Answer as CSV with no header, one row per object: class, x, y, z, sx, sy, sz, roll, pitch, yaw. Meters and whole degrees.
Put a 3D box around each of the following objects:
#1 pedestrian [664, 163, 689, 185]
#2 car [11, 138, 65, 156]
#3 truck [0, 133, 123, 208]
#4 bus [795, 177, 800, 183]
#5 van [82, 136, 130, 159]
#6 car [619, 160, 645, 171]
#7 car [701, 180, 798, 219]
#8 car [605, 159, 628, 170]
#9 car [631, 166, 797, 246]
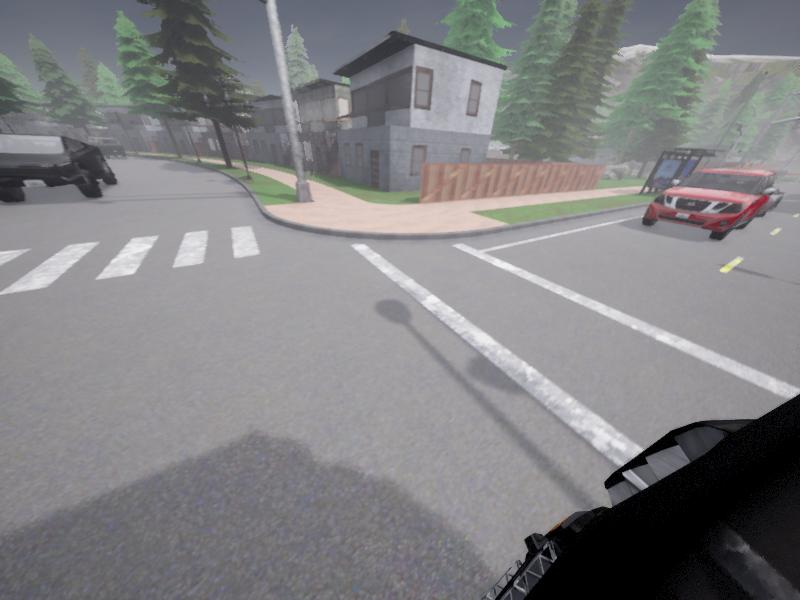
pedestrian,27.660,-12.622,23.101,0.751,1.860,0.751,-18,39,-29
car,-40.553,-17.134,25.922,3.633,1.501,1.845,14,35,16
truck,-14.491,-5.696,9.747,2.390,2.098,6.274,-22,41,-33
bus,69.313,-21.078,36.964,10.273,4.253,3.944,-16,38,-26
van,-33.863,-17.559,26.608,4.442,1.987,1.775,18,36,23
car,47.818,-27.786,47.613,4.605,1.855,1.932,-17,38,-27
car,18.725,-5.486,12.390,4.181,1.385,1.994,-16,38,-26
car,46.179,-28.902,49.206,3.866,1.878,1.905,-17,38,-27
car,11.821,-3.789,8.715,5.566,2.045,2.150,-16,38,-26
